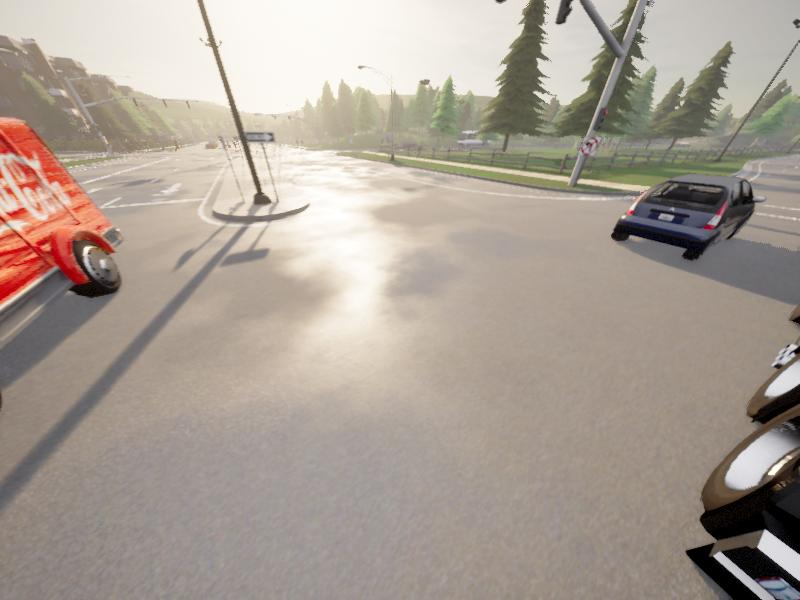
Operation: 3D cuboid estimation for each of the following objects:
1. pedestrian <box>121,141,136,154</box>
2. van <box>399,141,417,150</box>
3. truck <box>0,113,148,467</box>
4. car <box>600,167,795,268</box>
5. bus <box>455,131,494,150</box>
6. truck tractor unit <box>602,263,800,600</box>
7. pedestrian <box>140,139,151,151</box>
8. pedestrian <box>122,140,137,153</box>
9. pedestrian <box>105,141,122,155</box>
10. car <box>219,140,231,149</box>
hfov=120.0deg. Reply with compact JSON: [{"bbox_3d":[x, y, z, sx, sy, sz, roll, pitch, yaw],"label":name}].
[{"bbox_3d":[-46.623,-26.272,39.683,0.751,1.860,0.751,-13,37,-19],"label":"pedestrian"},{"bbox_3d":[2.050,-41.081,61.280,4.442,1.987,1.775,-18,39,-24],"label":"van"},{"bbox_3d":[-5.520,-0.250,2.109,2.627,2.467,5.204,-18,40,-24],"label":"truck"},{"bbox_3d":[7.736,-2.398,6.097,3.988,1.617,1.851,-18,39,-24],"label":"car"},{"bbox_3d":[21.296,-45.854,66.304,10.273,4.253,3.944,-18,39,-24],"label":"bus"},{"bbox_3d":[5.109,-0.303,0.780,6.516,4.208,3.053,-18,39,-24],"label":"truck tractor unit"},{"bbox_3d":[-50.664,-30.823,45.923,0.751,1.860,0.751,-26,43,-33],"label":"pedestrian"},{"bbox_3d":[-48.057,-27.213,41.026,0.751,1.860,0.751,-15,38,-21],"label":"pedestrian"},{"bbox_3d":[-45.812,-24.365,36.953,0.751,1.860,0.751,-17,38,-23],"label":"pedestrian"},{"bbox_3d":[-46.166,-41.144,61.085,1.905,1.878,3.866,-18,39,-25],"label":"car"}]
